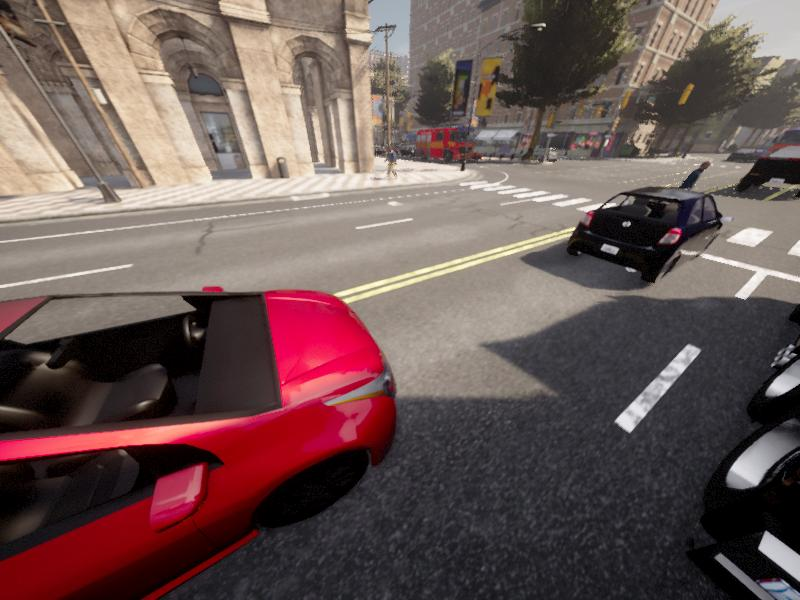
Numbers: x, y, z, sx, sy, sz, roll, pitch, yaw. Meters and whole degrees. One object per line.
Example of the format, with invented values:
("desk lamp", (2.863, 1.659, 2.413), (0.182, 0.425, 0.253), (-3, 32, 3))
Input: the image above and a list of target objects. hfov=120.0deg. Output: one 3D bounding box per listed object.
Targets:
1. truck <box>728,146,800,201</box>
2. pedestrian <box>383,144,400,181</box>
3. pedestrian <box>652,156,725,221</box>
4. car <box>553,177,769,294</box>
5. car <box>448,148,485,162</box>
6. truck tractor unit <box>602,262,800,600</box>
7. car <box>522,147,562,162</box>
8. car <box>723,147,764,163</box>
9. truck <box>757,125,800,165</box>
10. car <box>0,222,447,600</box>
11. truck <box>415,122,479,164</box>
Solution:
("truck", (21.149, -6.991, 12.403), (6.274, 2.098, 2.390), (-18, 39, -24))
("pedestrian", (-0.529, -8.291, 13.982), (0.751, 1.860, 0.751), (-15, 38, -21))
("pedestrian", (9.731, -3.799, 7.879), (0.751, 1.860, 0.751), (-27, 43, -34))
("car", (5.665, -1.692, 5.147), (3.633, 1.501, 1.845), (-18, 39, -25))
("car", (8.828, -19.560, 31.066), (1.895, 1.301, 4.718), (-18, 39, -24))
("truck tractor unit", (5.108, -0.303, 0.787), (6.516, 4.208, 3.053), (-18, 39, -24))
("car", (18.483, -19.060, 30.274), (1.970, 1.475, 3.806), (-17, 38, -23))
("car", (46.808, -19.824, 31.476), (5.238, 1.638, 1.930), (-19, 39, -25))
("truck", (49.733, -19.366, 28.933), (8.468, 3.827, 2.891), (-18, 39, -25))
("car", (-2.223, 0.886, 1.377), (4.514, 1.525, 2.007), (-18, 39, -24))
("truck", (5.498, -19.912, 29.329), (2.891, 3.827, 8.468), (-18, 39, -24))
